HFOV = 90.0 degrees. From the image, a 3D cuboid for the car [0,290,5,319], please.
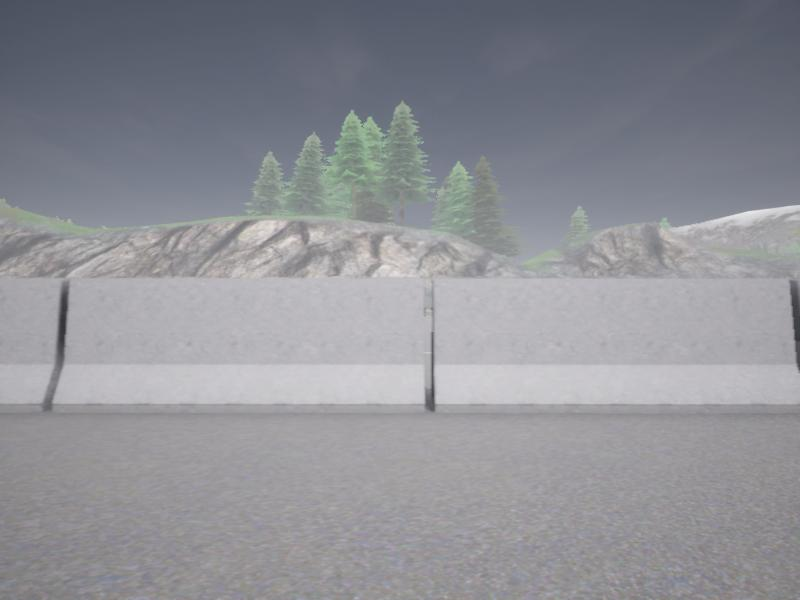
[{"bbox_3d":[-22.952,0.228,19.698,4.902,1.511,2.128,0,0,0],"label":"car"}]
